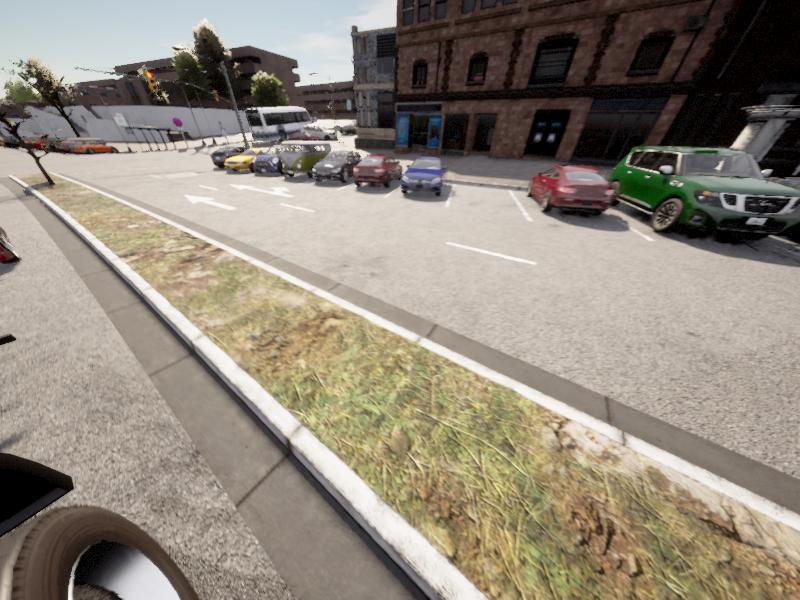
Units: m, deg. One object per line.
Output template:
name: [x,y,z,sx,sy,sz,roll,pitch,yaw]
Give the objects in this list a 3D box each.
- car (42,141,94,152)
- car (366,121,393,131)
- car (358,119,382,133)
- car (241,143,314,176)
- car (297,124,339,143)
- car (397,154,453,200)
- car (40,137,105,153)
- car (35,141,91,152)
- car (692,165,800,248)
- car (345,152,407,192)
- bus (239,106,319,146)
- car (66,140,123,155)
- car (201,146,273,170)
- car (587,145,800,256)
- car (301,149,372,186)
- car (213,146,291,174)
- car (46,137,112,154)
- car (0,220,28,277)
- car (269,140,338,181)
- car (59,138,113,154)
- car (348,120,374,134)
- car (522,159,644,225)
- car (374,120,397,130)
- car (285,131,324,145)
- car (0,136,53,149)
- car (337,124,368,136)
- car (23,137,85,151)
car: [-57.063,-26.468,39.866,2.002,1.452,4.674,4,35,6]
car: [-4.336,-36.703,48.712,5.366,1.575,1.946,5,41,6]
car: [-6.025,-35.123,46.570,4.442,1.987,1.878,5,42,6]
car: [-8.657,-10.431,17.007,2.185,1.767,4.553,8,35,10]
car: [-12.818,-26.288,36.442,5.566,2.045,2.435,5,41,6]
car: [1.409,-6.383,11.661,2.002,1.452,4.674,9,35,11]
car: [-54.379,-25.920,38.617,2.435,2.045,5.566,4,35,6]
car: [-59.714,-27.414,41.100,1.946,1.575,5.366,4,35,5]
car: [11.326,-2.385,6.028,2.097,1.535,5.008,10,36,12]
car: [-1.102,-7.368,13.030,2.002,1.452,4.674,8,35,11]
bus: [-18.361,-27.677,36.441,3.944,4.253,10.273,18,44,20]
car: [-46.378,-23.329,35.267,2.185,1.767,4.553,5,35,6]
car: [-13.628,-12.251,19.814,2.163,1.488,4.792,7,35,10]
car: [8.859,-3.594,7.279,2.435,2.045,5.566,9,36,12]
car: [-3.606,-8.383,14.376,2.231,1.521,4.892,8,35,10]
car: [-11.249,-11.162,18.225,1.946,1.575,5.366,8,35,9]
car: [-51.703,-25.076,37.456,2.435,2.045,5.566,5,35,5]
car: [-9.855,-1.360,4.553,4.181,1.385,1.994,21,40,27]
car: [-6.154,-9.471,15.496,1.878,1.987,4.442,8,35,10]
car: [-49.046,-24.190,36.277,1.878,1.987,4.442,5,35,6]
car: [-7.413,-33.350,44.545,4.442,1.987,1.878,5,42,6]
car: [6.379,-4.383,8.877,2.002,1.452,4.674,9,35,12]
car: [-3.129,-38.455,50.778,4.674,1.452,2.002,5,42,5]
car: [-14.225,-24.298,34.612,4.674,1.452,2.002,5,41,5]
car: [-78.473,-33.093,48.535,2.435,2.045,5.566,4,35,6]
car: [-8.691,-31.406,42.670,4.892,1.521,2.231,5,41,6]
car: [-62.408,-28.328,41.930,2.435,2.045,5.566,4,35,5]
